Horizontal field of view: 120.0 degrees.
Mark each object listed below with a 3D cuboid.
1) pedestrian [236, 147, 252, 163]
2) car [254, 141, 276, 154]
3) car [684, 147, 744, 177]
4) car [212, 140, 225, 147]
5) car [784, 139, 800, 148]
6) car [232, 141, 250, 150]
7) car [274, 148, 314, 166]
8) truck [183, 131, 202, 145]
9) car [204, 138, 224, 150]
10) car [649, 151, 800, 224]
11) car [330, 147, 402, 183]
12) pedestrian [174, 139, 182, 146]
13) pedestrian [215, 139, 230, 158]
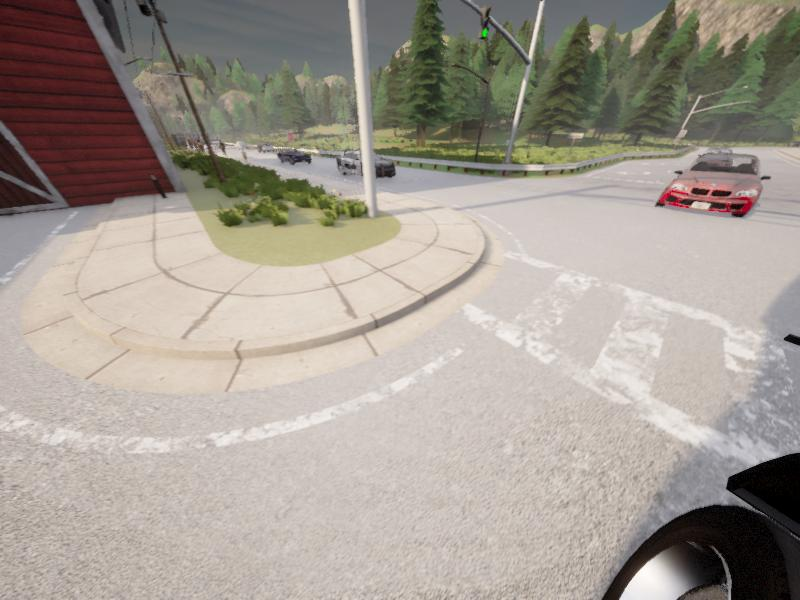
[{"bbox_3d":[-14.922,-13.894,22.141,0.751,1.300,0.751,-27,43,-32],"label":"pedestrian"},{"bbox_3d":[-22.457,-25.341,38.332,1.851,1.617,3.988,-27,43,-32],"label":"car"},{"bbox_3d":[21.569,-9.614,15.950,4.193,1.474,1.816,-28,44,-33],"label":"car"},{"bbox_3d":[-51.264,-44.239,65.307,1.994,1.385,4.181,-27,43,-32],"label":"car"},{"bbox_3d":[79.355,-30.542,44.946,4.674,1.442,1.812,7,36,10],"label":"car"},{"bbox_3d":[-33.666,-32.658,48.844,1.812,1.442,4.674,-27,43,-32],"label":"car"},{"bbox_3d":[-10.568,-14.296,22.981,1.895,1.301,4.718,-27,43,-32],"label":"car"},{"bbox_3d":[-69.473,-54.146,77.268,2.891,3.827,8.468,-27,43,-32],"label":"truck"},{"bbox_3d":[-41.880,-35.235,52.018,2.150,2.045,5.566,-27,43,-32],"label":"car"},{"bbox_3d":[11.618,-4.418,8.580,4.611,1.667,2.242,-28,44,-33],"label":"car"},{"bbox_3d":[-2.327,-9.004,15.181,1.930,1.638,5.238,-27,43,-32],"label":"car"},{"bbox_3d":[-64.966,-46.112,67.599,0.751,1.860,0.751,-22,41,-27],"label":"pedestrian"},{"bbox_3d":[-21.750,-18.584,28.305,0.751,1.860,0.751,-26,43,-32],"label":"pedestrian"}]
